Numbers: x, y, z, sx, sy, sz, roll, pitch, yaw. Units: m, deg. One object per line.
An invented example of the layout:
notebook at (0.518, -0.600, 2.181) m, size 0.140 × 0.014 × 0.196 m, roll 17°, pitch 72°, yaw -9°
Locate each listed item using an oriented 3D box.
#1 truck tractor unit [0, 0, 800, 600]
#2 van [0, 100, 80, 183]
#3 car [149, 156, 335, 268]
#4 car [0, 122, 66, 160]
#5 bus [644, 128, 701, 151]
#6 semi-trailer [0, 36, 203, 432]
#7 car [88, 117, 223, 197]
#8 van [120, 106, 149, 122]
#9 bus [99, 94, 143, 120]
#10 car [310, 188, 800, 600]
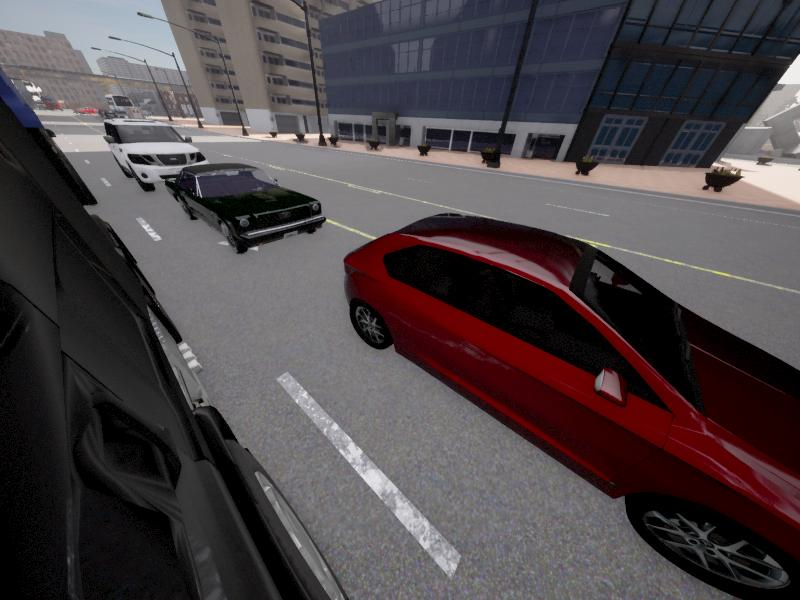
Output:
truck tractor unit at (-2.645, -0.295, 0.351) m, size 6.516 × 4.208 × 3.053 m, roll 28°, pitch 44°, yaw 30°
van at (-16.570, -6.882, 9.791) m, size 6.366 × 2.431 × 2.351 m, roll 28°, pitch 43°, yaw 30°
car at (-3.915, -2.477, 5.627) m, size 4.718 × 1.301 × 1.895 m, roll 28°, pitch 44°, yaw 30°
car at (-22.276, -9.523, 13.725) m, size 4.902 × 1.511 × 2.128 m, roll 28°, pitch 44°, yaw 30°
bus at (67.966, -40.086, 57.786) m, size 10.273 × 4.253 × 3.944 m, roll -9°, pitch 39°, yaw -16°
semi-trailer at (-8.754, -3.566, 4.172) m, size 14.254 × 4.402 × 2.717 m, roll 27°, pitch 43°, yaw 29°
car at (-9.755, -5.873, 9.176) m, size 5.566 × 2.045 × 2.150 m, roll 28°, pitch 44°, yaw 30°
van at (-57.662, -40.373, 50.135) m, size 6.366 × 2.431 × 2.351 m, roll 29°, pitch 44°, yaw 28°
bus at (-66.091, -45.762, 54.697) m, size 10.273 × 4.253 × 3.944 m, roll 29°, pitch 44°, yaw 29°
car at (1.278, 0.188, 2.244) m, size 4.193 × 1.474 × 1.816 m, roll 28°, pitch 44°, yaw 30°
